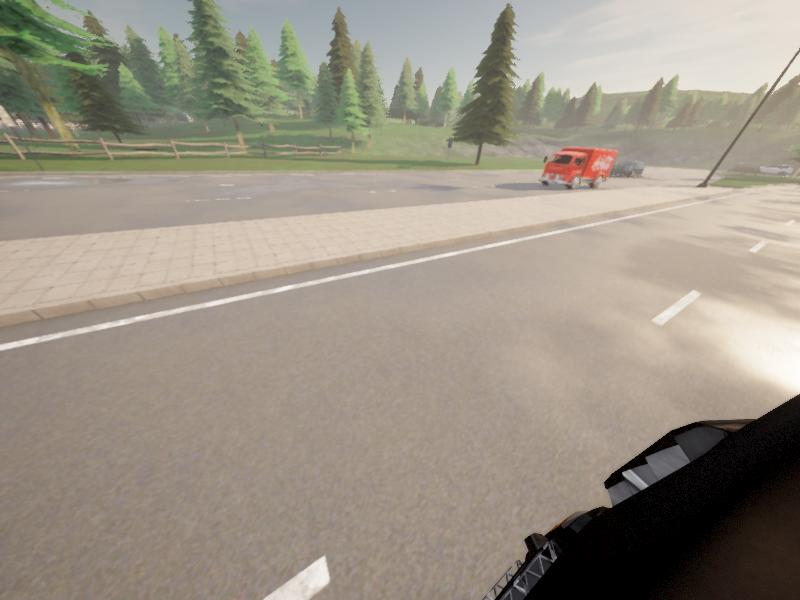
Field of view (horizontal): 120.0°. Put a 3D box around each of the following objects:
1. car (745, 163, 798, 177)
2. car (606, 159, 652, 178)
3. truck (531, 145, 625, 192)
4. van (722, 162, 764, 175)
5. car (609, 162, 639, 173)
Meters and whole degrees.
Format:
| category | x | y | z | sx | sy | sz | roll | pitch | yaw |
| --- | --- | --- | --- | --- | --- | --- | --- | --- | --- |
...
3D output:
| category | x | y | z | sx | sy | sz | roll | pitch | yaw |
| --- | --- | --- | --- | --- | --- | --- | --- | --- | --- |
| car | 80.302 | -28.260 | 50.086 | 5.566 | 2.045 | 2.150 | 30 | 42 | 34 |
| car | 27.163 | -15.639 | 27.424 | 4.553 | 1.767 | 2.097 | -17 | 39 | -27 |
| truck | 12.567 | -9.382 | 16.449 | 5.204 | 2.467 | 2.627 | -16 | 39 | -25 |
| van | 73.834 | -28.391 | 49.791 | 4.442 | 1.987 | 1.775 | 12 | 35 | 12 |
| car | 34.007 | -20.104 | 34.977 | 4.718 | 1.301 | 1.895 | -21 | 41 | -31 |
